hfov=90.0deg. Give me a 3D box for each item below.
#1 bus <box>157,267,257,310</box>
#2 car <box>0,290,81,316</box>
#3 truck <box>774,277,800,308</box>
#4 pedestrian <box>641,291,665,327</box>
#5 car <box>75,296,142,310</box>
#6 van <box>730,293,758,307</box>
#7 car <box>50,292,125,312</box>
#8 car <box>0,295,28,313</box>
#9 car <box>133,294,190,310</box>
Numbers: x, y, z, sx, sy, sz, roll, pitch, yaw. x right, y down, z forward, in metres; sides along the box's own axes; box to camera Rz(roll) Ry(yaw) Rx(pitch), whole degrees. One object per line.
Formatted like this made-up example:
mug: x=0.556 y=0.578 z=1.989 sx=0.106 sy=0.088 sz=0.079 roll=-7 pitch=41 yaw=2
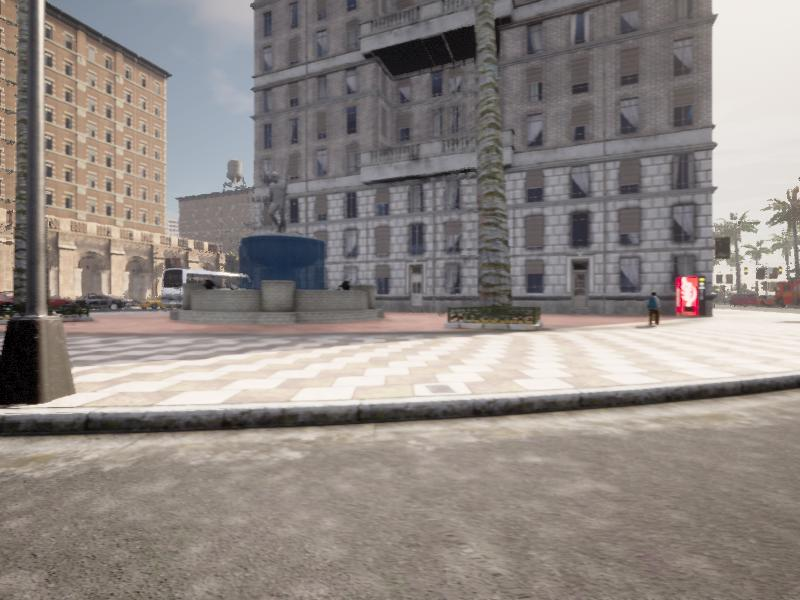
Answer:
bus: x=-21.373 y=-1.133 z=45.345 sx=3.944 sy=4.253 sz=10.273 roll=0 pitch=0 yaw=23
car: x=-25.080 y=0.181 z=27.045 sx=2.152 sy=1.651 sz=5.027 roll=0 pitch=0 yaw=23
truck: x=51.102 y=-0.922 z=50.574 sx=2.891 sy=3.827 sz=8.468 roll=0 pitch=0 yaw=23
pedestrian: x=7.838 y=0.265 z=12.400 sx=0.500 sy=1.100 sz=0.500 roll=0 pitch=0 yaw=-37
car: x=-30.299 y=0.295 z=41.776 sx=2.033 sy=1.411 sz=5.357 roll=0 pitch=0 yaw=23
van: x=50.989 y=-0.001 z=59.377 sx=1.775 sy=1.987 sz=4.442 roll=0 pitch=0 yaw=23
car: x=-28.565 y=0.172 z=36.817 sx=1.930 sy=1.638 sz=5.238 roll=0 pitch=0 yaw=22
car: x=-31.514 y=0.295 z=29.705 sx=2.033 sy=1.411 sz=5.357 roll=0 pitch=0 yaw=23
car: x=-25.794 y=0.202 z=43.510 sx=1.801 sy=1.575 sz=5.366 roll=0 pitch=0 yaw=22
